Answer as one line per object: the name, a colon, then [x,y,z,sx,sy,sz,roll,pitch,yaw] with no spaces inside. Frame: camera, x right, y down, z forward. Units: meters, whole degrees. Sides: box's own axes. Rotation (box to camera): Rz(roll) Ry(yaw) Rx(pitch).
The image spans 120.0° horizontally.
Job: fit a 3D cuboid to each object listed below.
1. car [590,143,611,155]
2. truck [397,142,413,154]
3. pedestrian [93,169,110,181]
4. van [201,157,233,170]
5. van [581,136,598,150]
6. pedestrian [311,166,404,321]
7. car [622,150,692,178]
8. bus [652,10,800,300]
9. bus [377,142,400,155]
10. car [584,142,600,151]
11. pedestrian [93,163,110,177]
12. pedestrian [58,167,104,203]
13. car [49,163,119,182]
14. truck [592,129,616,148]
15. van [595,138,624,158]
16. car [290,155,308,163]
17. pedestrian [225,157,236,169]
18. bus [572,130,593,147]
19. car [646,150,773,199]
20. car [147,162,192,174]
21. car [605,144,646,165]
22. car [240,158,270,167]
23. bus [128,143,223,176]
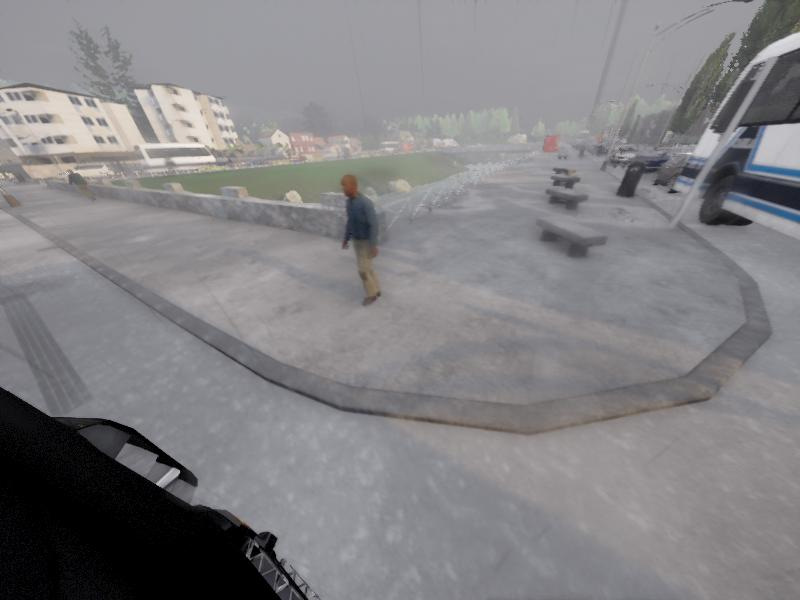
car: [32.006,-24.306,37.060,1.816,1.474,4.193,16,38,26]
truck: [2.065,-63.661,96.729,2.891,3.827,8.468,16,38,26]
pedestrian: [-39.010,-16.347,30.217,0.751,1.300,0.751,16,38,26]
van: [-37.575,-28.137,47.568,1.775,1.987,4.442,16,38,26]
van: [43.325,-35.977,52.883,1.988,2.561,5.915,16,38,26]
pedestrian: [-0.503,-0.768,3.243,0.751,1.860,0.751,-26,40,-31]
car: [16.718,-9.127,15.380,1.895,1.301,4.718,16,38,26]
bus: [8.925,-2.519,3.271,3.944,4.253,10.273,15,37,25]
bus: [-4.434,-61.707,93.865,3.944,4.253,10.273,16,38,26]
car: [39.143,-31.344,47.213,1.812,1.442,4.674,16,38,26]
pedestrian: [-50.115,-21.843,38.838,0.751,1.860,0.751,6,34,13]
pedestrian: [-19.459,-7.009,14.116,0.751,1.860,0.751,16,38,26]
car: [-46.808,-19.049,34.446,2.150,2.045,5.566,16,37,26]
truck: [54.864,-43.508,62.292,2.891,3.827,8.468,16,38,26]
van: [27.303,-19.884,30.253,1.775,1.987,4.442,16,38,26]
car: [-27.243,-38.138,62.357,1.851,1.617,3.988,16,38,26]
pedestrian: [-30.679,-24.822,41.919,0.751,1.860,0.751,16,38,26]
bus: [62.092,-55.110,78.932,3.944,4.253,10.273,16,38,26]
car: [13.129,-5.669,10.246,1.970,1.475,3.806,16,38,26]
car: [-41.635,-23.979,41.889,1.930,1.638,5.238,16,38,26]
car: [21.752,-14.181,22.492,1.970,1.475,3.806,16,38,26]
car: [-33.476,-31.932,53.535,2.033,1.411,5.357,16,38,26]
bus: [-38.032,-24.408,39.901,3.944,4.253,10.273,16,38,26]
